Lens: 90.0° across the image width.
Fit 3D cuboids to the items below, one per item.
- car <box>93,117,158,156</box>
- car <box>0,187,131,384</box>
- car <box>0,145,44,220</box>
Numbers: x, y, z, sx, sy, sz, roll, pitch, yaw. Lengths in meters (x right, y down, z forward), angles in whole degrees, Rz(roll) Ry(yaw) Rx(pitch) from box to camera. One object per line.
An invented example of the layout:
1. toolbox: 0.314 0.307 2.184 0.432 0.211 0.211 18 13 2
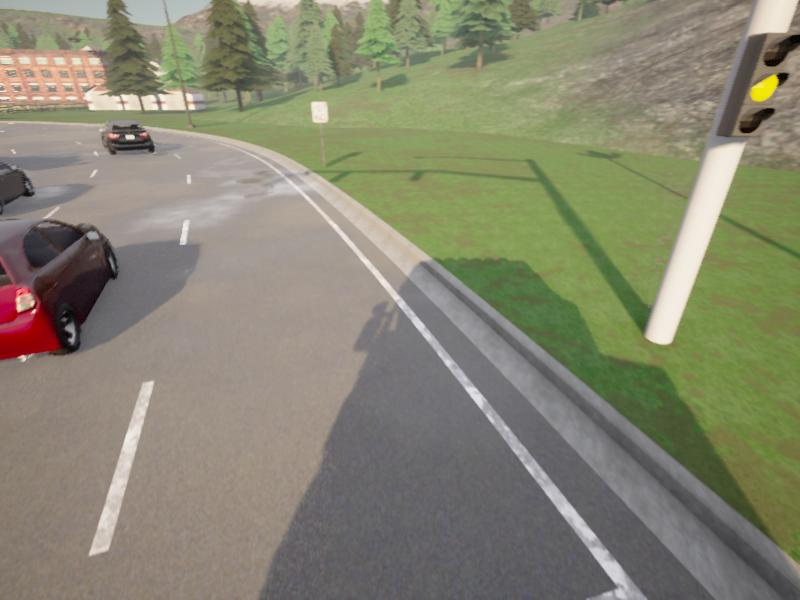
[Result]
1. car: -16.035 -9.607 23.284 2.242 1.667 4.611 -19 33 -34
2. car: -5.475 -0.444 5.756 1.845 1.501 3.633 -10 29 -20
3. car: -12.197 -3.398 11.434 1.845 1.501 3.633 -11 29 -22
